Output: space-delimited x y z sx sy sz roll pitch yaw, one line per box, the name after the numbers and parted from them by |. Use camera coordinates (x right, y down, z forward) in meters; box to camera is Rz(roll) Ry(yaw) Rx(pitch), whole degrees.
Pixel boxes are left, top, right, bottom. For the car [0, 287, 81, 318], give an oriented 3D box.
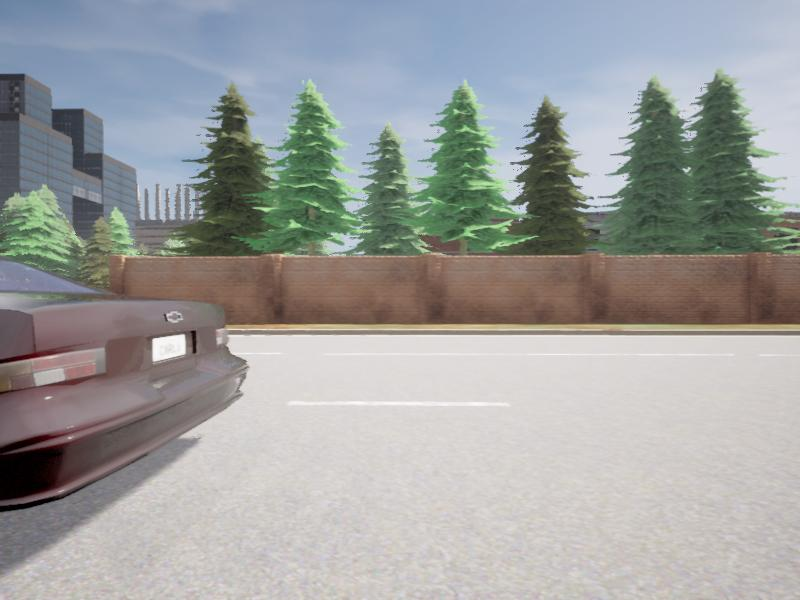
-23.126 0.129 25.352 2.097 1.767 4.553 0 0 1 | car

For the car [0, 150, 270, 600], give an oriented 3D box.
-3.718 0.301 2.171 5.357 1.411 2.033 0 0 2 | car

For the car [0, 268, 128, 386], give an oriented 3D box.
-6.664 0.318 5.751 4.181 1.385 1.994 0 0 2 | car
